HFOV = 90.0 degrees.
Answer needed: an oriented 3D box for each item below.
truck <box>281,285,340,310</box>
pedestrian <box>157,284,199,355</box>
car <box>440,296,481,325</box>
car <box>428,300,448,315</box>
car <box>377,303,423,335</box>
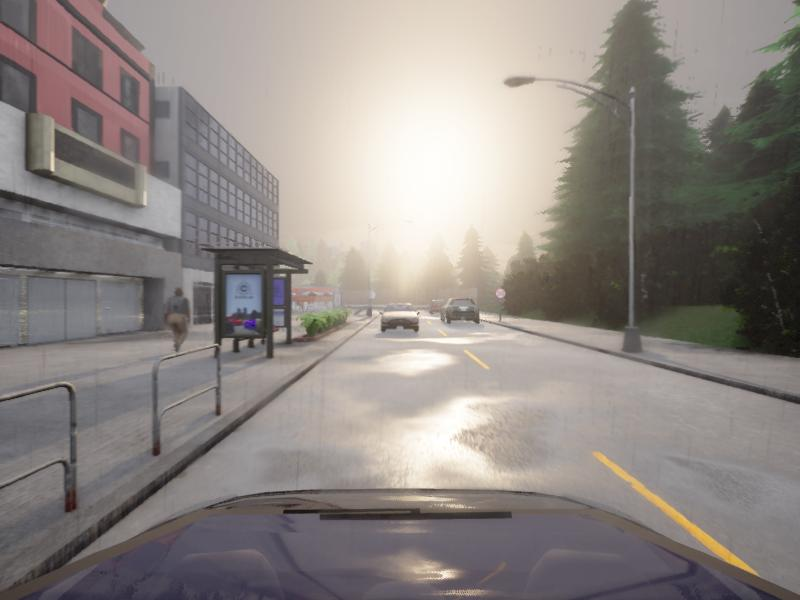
[{"bbox_3d":[-13.723,-0.410,62.032,8.468,3.827,2.891,0,0,0],"label":"truck"},{"bbox_3d":[-6.037,0.516,10.905,0.751,1.860,0.751,0,0,-4],"label":"pedestrian"},{"bbox_3d":[3.999,0.655,27.282,2.097,1.767,4.553,0,0,0],"label":"car"},{"bbox_3d":[3.992,0.752,42.654,1.789,1.549,3.705,0,0,0],"label":"car"},{"bbox_3d":[-0.004,0.864,20.623,2.033,1.411,5.357,0,0,0],"label":"car"}]
